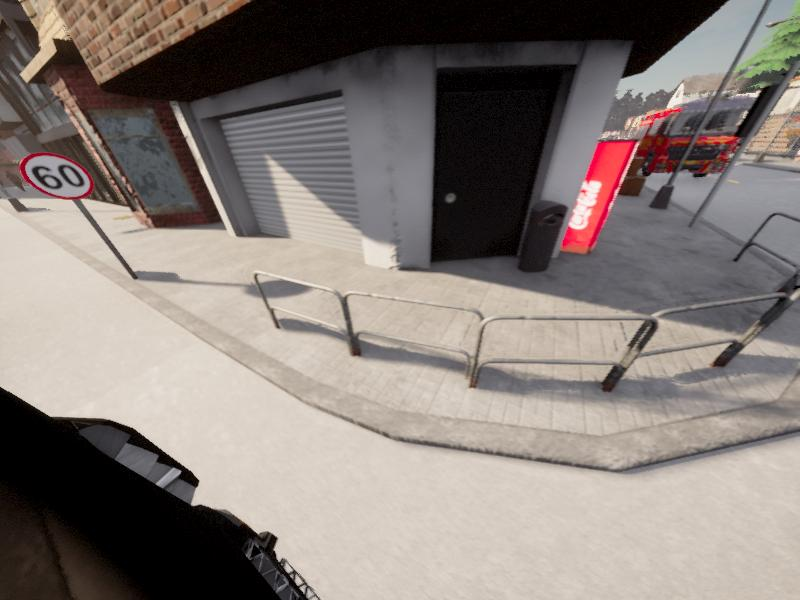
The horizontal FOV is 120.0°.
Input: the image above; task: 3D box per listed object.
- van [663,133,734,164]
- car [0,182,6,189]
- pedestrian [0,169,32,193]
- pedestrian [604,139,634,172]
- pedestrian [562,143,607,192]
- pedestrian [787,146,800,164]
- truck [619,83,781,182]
[{"bbox_3d":[25.650,-13.214,20.179,2.069,2.038,4.480,16,38,26],"label":"van"},{"bbox_3d":[-49.352,-12.745,25.692,2.033,1.411,5.357,-2,33,1],"label":"car"},{"bbox_3d":[-34.871,-10.770,20.961,0.751,1.860,0.751,21,40,31],"label":"pedestrian"},{"bbox_3d":[15.352,-10.143,16.240,0.751,1.860,0.751,-24,39,-29],"label":"pedestrian"},{"bbox_3d":[8.252,-5.947,10.414,0.751,1.860,0.751,-8,34,-8],"label":"pedestrian"},{"bbox_3d":[27.304,-9.936,15.719,0.500,1.100,0.500,-20,37,-24],"label":"pedestrian"},{"bbox_3d":[17.345,-10.201,14.631,2.891,3.827,8.468,16,38,26],"label":"truck"}]
